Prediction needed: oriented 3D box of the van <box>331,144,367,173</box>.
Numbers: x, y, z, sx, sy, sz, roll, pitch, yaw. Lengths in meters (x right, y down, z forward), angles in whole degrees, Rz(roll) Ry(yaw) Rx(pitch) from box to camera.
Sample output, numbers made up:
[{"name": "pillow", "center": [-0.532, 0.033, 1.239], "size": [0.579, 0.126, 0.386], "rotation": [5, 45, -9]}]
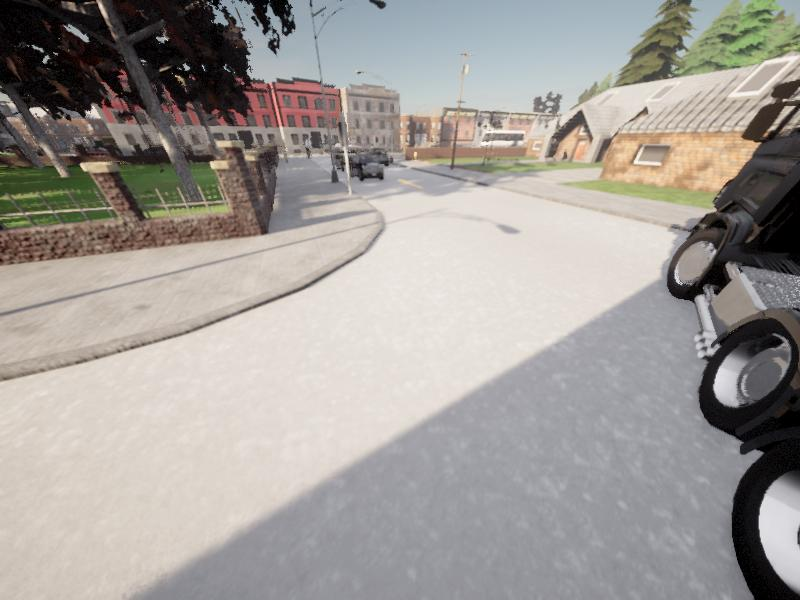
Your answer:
[{"name": "van", "center": [-4.688, -12.888, 20.885], "size": [2.069, 2.038, 4.480], "rotation": [-13, 37, -18]}]

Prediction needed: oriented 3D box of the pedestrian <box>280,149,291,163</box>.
[{"name": "pedestrian", "center": [-12.938, -16.268, 26.168], "size": [0.751, 1.300, 0.751], "rotation": [-13, 37, -18]}]

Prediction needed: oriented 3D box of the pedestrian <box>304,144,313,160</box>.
[{"name": "pedestrian", "center": [-12.906, -20.983, 32.685], "size": [0.751, 1.860, 0.751], "rotation": [-9, 36, -12]}]

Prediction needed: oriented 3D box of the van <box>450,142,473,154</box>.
[{"name": "van", "center": [13.312, -32.984, 50.124], "size": [4.442, 1.987, 1.775], "rotation": [-13, 37, -18]}]

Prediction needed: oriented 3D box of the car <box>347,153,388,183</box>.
[{"name": "car", "center": [-2.352, -9.403, 16.301], "size": [1.845, 1.501, 3.633], "rotation": [-13, 37, -18]}]

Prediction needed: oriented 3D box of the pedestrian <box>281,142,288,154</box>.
[{"name": "pedestrian", "center": [-21.425, -28.112, 42.783], "size": [0.751, 1.860, 0.751], "rotation": [-11, 36, -16]}]

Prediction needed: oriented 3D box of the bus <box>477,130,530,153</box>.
[{"name": "bus", "center": [23.552, -36.176, 52.800], "size": [10.273, 4.253, 3.944], "rotation": [-13, 37, -18]}]

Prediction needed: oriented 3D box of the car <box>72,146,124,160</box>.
[{"name": "car", "center": [-41.411, -20.236, 31.796], "size": [3.633, 1.501, 1.845], "rotation": [-13, 37, -18]}]

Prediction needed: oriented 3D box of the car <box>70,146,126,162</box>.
[{"name": "car", "center": [-38.158, -18.539, 29.334], "size": [3.705, 1.549, 1.789], "rotation": [-13, 37, -18]}]

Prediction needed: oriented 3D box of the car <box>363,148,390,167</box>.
[{"name": "car", "center": [-2.636, -15.865, 25.587], "size": [1.851, 1.617, 3.988], "rotation": [-13, 37, -18]}]

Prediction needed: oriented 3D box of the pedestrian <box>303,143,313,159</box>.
[{"name": "pedestrian", "center": [-12.710, -20.572, 31.908], "size": [0.751, 1.860, 0.751], "rotation": [-3, 35, -4]}]

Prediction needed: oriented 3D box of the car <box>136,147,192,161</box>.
[{"name": "car", "center": [-31.924, -19.944, 31.451], "size": [4.892, 1.490, 1.837], "rotation": [-13, 37, -19]}]

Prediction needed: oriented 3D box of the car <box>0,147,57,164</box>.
[{"name": "car", "center": [-44.817, -17.000, 27.097], "size": [4.514, 1.525, 2.007], "rotation": [-13, 37, -18]}]

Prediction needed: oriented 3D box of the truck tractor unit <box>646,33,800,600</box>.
[{"name": "truck tractor unit", "center": [4.682, -0.592, 1.206], "size": [3.053, 4.208, 6.516], "rotation": [26, 42, 32]}]
